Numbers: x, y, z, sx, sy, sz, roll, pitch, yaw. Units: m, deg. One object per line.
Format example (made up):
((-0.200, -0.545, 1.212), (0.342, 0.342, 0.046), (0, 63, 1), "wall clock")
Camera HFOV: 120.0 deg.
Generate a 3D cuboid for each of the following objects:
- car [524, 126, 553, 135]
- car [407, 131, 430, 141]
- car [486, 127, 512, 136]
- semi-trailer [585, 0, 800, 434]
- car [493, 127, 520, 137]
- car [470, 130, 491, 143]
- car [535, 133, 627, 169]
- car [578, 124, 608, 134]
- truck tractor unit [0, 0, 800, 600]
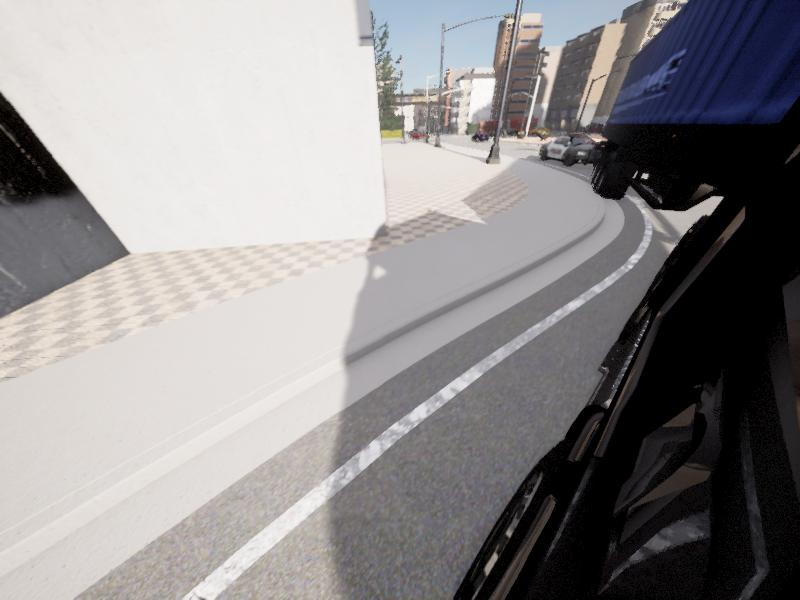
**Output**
((32.203, -39.362, 53.739), (5.366, 1.575, 1.801), (-4, 36, -3), "car")
((4.193, -36.914, 51.916), (4.856, 1.649, 2.033), (26, 45, 33), "car")
((24.020, -40.899, 56.152), (5.238, 1.638, 1.930), (-5, 37, -4), "car")
((7.150, -4.330, 5.334), (2.717, 4.402, 14.254), (18, 41, 25), "semi-trailer")
((24.566, -38.853, 53.361), (5.238, 1.638, 1.930), (-4, 37, -3), "car")
((12.772, -26.252, 37.023), (1.845, 1.501, 3.633), (-4, 36, -2), "car")
((10.798, -9.410, 14.402), (2.038, 1.542, 4.974), (-1, 36, 3), "car")
((45.401, -40.288, 54.382), (4.856, 1.649, 2.033), (-4, 36, -3), "car")
((2.645, -0.295, 0.351), (6.516, 4.208, 3.053), (-28, 44, -30), "truck tractor unit")
